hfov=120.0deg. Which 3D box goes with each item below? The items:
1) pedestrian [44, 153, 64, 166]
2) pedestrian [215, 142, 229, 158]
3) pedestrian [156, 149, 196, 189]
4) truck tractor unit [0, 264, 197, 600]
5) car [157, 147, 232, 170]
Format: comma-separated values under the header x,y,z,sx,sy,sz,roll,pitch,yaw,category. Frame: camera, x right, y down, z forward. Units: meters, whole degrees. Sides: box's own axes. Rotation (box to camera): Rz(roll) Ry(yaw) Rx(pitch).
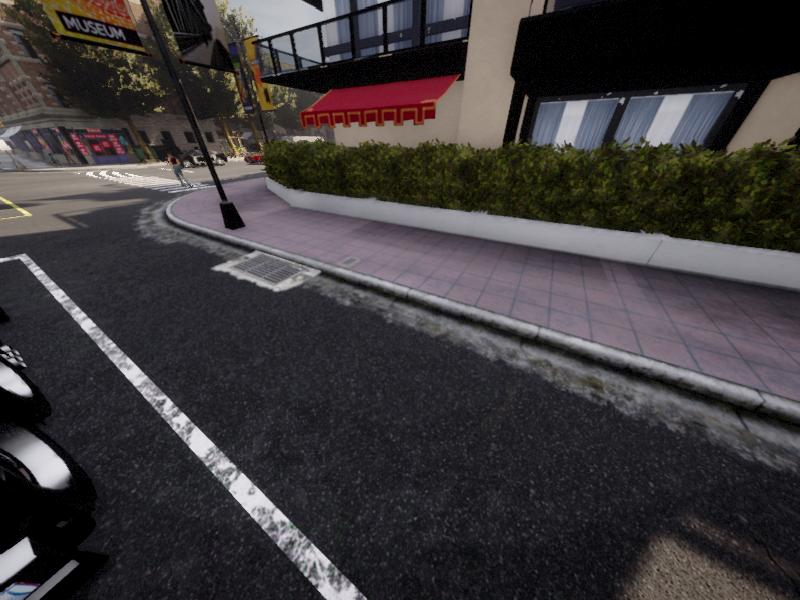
x,y,z,sx,sy,sz,roll,pitch,yaw,category
-34.894,-14.157,23.328,0.500,1.100,0.500,5,35,8,pedestrian
-25.211,-21.225,32.739,0.751,1.860,0.751,14,37,20,pedestrian
-12.636,-7.422,13.085,0.751,1.860,0.751,16,38,22,pedestrian
-5.111,-0.301,0.777,6.516,4.208,3.053,18,39,24,truck tractor unit
-20.807,-14.650,23.763,1.930,1.638,5.238,18,39,24,car
